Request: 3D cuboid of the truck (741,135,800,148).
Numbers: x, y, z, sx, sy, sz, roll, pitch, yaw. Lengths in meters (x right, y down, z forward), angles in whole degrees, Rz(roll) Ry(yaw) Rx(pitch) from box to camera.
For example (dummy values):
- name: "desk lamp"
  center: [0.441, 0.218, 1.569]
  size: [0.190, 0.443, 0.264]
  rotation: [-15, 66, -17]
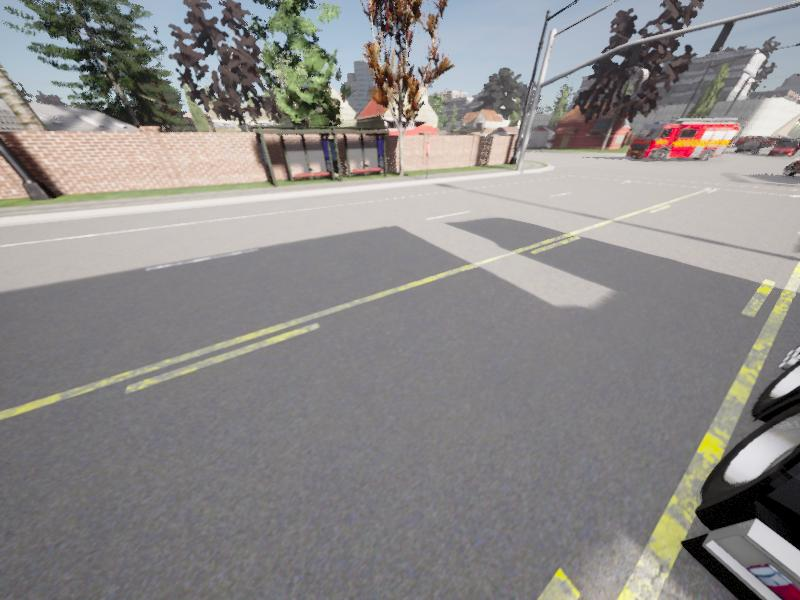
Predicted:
- name: "truck"
  center: [75.215, -32.089, 46.703]
  size: [2.390, 2.098, 6.274]
  rotation: [-12, 37, -15]

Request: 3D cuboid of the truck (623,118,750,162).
- name: "truck"
  center: [31.258, -17.773, 25.731]
  size: [8.468, 3.827, 2.891]
  rotation: [0, 36, 1]

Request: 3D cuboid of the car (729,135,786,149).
- name: "car"
  center: [71.104, -31.576, 46.096]
  size: [2.150, 2.045, 5.566]
  rotation: [-10, 36, -14]

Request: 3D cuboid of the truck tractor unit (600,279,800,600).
- name: "truck tractor unit"
  center: [5.130, -0.283, 0.739]
  size: [6.516, 4.208, 3.053]
  rotation: [-17, 39, -23]

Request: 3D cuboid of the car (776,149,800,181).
- name: "car"
  center: [26.974, -8.214, 14.216]
  size: [2.152, 1.651, 5.027]
  rotation: [21, 41, 27]
